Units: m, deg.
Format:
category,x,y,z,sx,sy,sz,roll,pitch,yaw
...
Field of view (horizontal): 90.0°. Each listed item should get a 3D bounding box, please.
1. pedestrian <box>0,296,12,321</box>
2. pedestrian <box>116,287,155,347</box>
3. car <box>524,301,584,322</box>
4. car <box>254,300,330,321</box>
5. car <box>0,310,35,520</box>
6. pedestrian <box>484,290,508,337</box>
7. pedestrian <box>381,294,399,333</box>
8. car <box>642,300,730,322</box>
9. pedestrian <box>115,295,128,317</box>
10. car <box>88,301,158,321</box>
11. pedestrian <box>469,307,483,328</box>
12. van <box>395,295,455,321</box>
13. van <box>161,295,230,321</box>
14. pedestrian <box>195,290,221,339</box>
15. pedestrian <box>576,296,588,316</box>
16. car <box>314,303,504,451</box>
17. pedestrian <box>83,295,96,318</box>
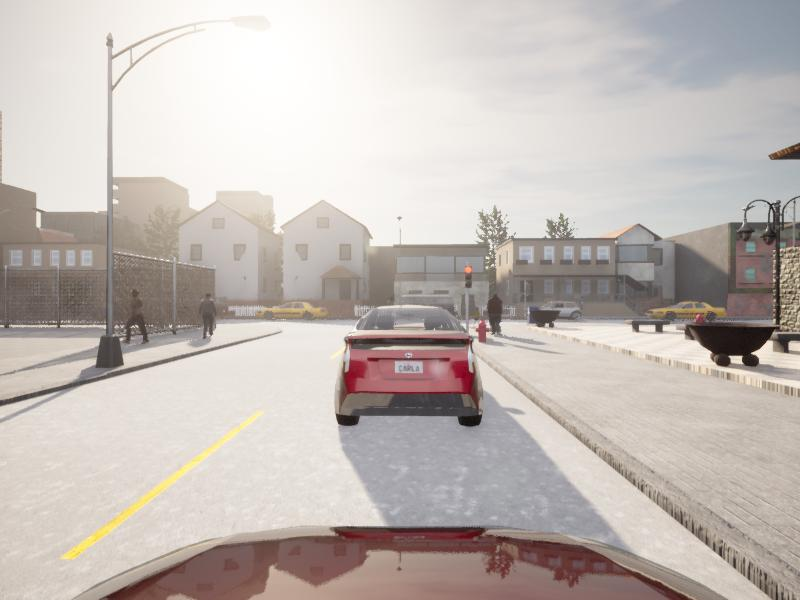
category,x,y,z,sx,sy,sz,roll,pitch,yaw
pedestrian,-29.419,0.637,29.599,0.751,1.860,0.751,0,0,26
pedestrian,-8.555,0.534,12.942,0.751,1.860,0.751,0,0,20
car,11.638,0.853,30.357,3.806,1.475,1.970,0,0,1
car,-8.262,0.801,30.797,5.366,1.575,1.801,0,0,1
car,-4.006,0.836,0.742,2.128,1.511,4.902,0,0,1
pedestrian,3.893,0.525,16.311,0.751,1.860,0.751,0,0,-4
pedestrian,-0.484,0.637,19.700,0.751,1.860,0.751,0,0,10
car,21.443,0.801,30.142,5.366,1.575,1.801,0,0,1
pedestrian,-23.907,0.533,34.344,0.751,1.860,0.751,0,0,-16
car,-21.462,0.854,31.059,4.193,1.474,1.816,0,0,1
pedestrian,4.030,0.905,21.178,0.500,1.100,0.500,0,0,-40
van,1.839,0.598,30.573,4.442,1.987,1.775,0,0,1
van,-15.702,0.599,30.885,4.442,1.987,1.775,0,0,2
pedestrian,-7.482,0.534,15.630,0.751,1.860,0.751,0,0,-13
pedestrian,16.345,0.533,35.968,0.751,1.860,0.751,0,0,1
car,0.137,0.828,6.489,2.007,1.525,4.514,0,0,1
pedestrian,-26.117,0.533,33.688,0.751,1.860,0.751,0,0,-29
